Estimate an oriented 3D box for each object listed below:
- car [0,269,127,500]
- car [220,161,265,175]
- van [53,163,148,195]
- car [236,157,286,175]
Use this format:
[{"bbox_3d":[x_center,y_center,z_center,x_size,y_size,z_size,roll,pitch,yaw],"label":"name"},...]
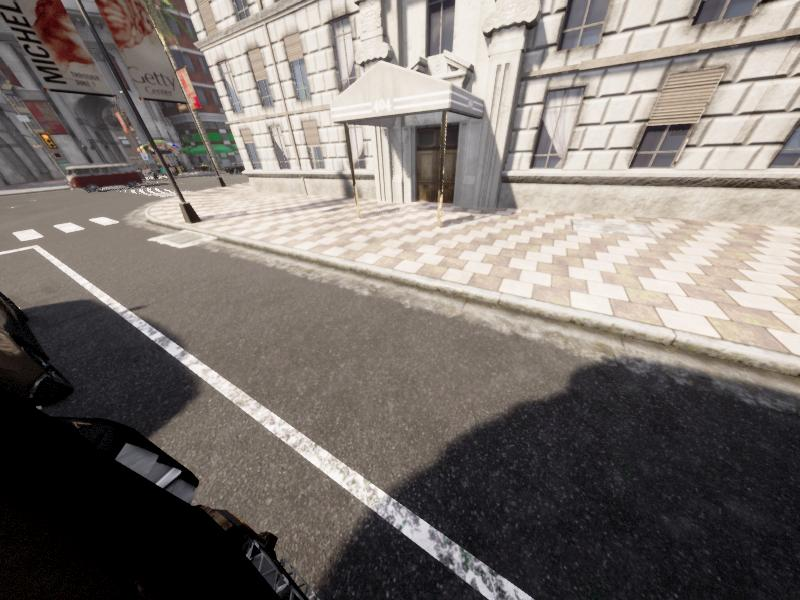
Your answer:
[{"bbox_3d":[-5.464,0.513,2.229,4.902,1.511,2.128,15,38,25],"label":"car"},{"bbox_3d":[-21.803,-18.458,32.252,1.895,1.301,4.718,16,38,27],"label":"car"},{"bbox_3d":[-25.997,-10.718,20.298,1.775,1.987,4.442,16,38,26],"label":"van"},{"bbox_3d":[-18.478,-18.041,31.054,1.930,1.638,5.238,16,38,26],"label":"car"}]
